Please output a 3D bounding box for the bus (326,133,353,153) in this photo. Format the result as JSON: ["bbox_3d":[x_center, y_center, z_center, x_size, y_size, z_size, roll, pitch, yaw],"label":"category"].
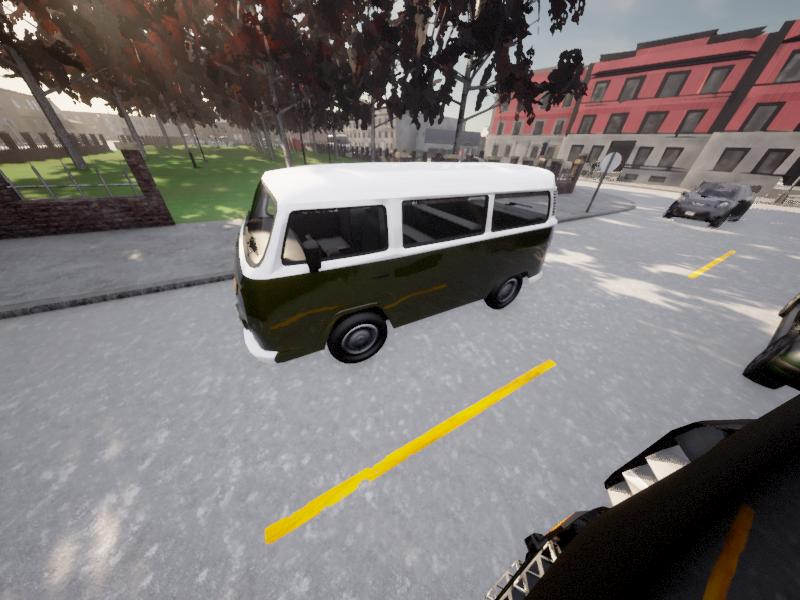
[{"bbox_3d":[-17.235,-44.212,65.357,3.944,4.253,10.273,-16,37,-26],"label":"bus"}]

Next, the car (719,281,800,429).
[{"bbox_3d":[5.963,0.320,2.465,3.988,1.617,1.851,-16,38,-26],"label":"car"}]

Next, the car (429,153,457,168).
[{"bbox_3d":[5.961,-19.476,32.317,1.789,1.549,3.705,-16,38,-26],"label":"car"}]

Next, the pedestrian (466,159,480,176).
[{"bbox_3d":[7.106,-12.930,22.548,0.751,1.300,0.751,-16,38,-26],"label":"pedestrian"}]

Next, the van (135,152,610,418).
[{"bbox_3d":[0.200,-0.795,3.310,4.480,2.038,2.069,-15,38,-25],"label":"van"}]

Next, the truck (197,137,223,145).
[{"bbox_3d":[-66.072,-55.482,80.521,6.274,2.098,2.390,-16,38,-26],"label":"truck"}]

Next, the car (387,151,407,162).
[{"bbox_3d":[-0.656,-26.133,41.902,1.970,1.475,3.806,-15,38,-25],"label":"car"}]

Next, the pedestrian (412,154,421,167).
[{"bbox_3d":[2.110,-17.987,29.778,0.751,1.300,0.751,-16,38,-26],"label":"pedestrian"}]

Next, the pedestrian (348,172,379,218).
[{"bbox_3d":[-1.213,-3.559,7.801,0.751,1.300,0.751,-15,38,-25],"label":"pedestrian"}]

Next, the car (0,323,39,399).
[{"bbox_3d":[-5.210,0.919,0.778,3.633,1.501,1.845,-16,38,-26],"label":"car"}]

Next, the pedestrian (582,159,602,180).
[{"bbox_3d":[20.160,-13.747,24.268,0.751,1.860,0.751,-16,38,-26],"label":"pedestrian"}]

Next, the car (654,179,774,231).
[{"bbox_3d":[13.238,-4.141,9.805,3.633,1.501,1.845,-14,37,-24],"label":"car"}]

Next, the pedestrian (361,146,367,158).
[{"bbox_3d":[-6.651,-27.086,42.300,0.751,1.860,0.751,-15,38,-25],"label":"pedestrian"}]

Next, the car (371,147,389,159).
[{"bbox_3d":[-4.087,-29.779,46.767,1.932,1.855,4.605,-16,38,-25],"label":"car"}]

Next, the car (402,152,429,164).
[{"bbox_3d":[2.415,-23.050,37.452,2.007,1.525,4.514,-16,38,-25],"label":"car"}]

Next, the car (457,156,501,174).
[{"bbox_3d":[9.278,-16.094,27.533,1.837,1.490,4.892,-16,38,-26],"label":"car"}]
